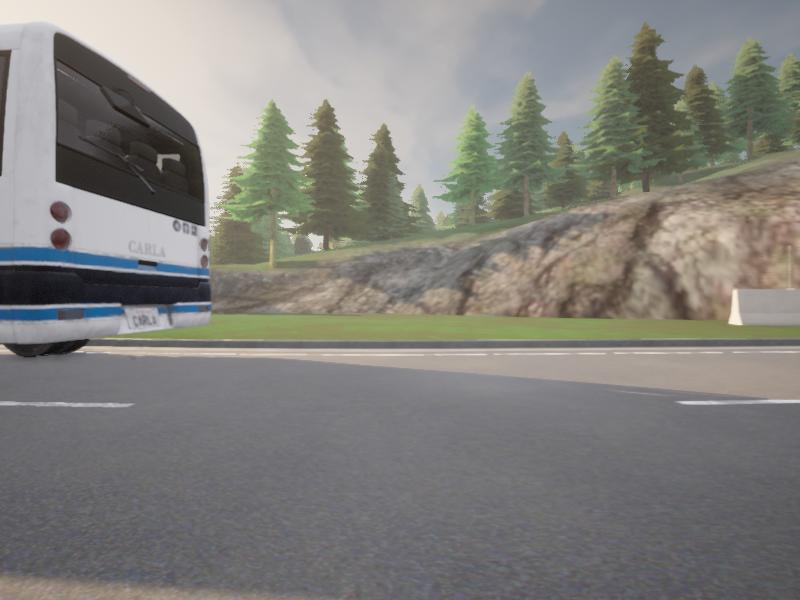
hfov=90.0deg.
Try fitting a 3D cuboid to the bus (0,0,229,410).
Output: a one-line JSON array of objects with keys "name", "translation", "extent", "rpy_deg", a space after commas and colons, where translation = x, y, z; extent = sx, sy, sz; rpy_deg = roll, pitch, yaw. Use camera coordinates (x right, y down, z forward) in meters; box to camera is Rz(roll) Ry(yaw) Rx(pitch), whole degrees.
[{"name": "bus", "translation": [-8.533, -1.135, 6.089], "extent": [10.273, 4.253, 3.944], "rpy_deg": [0, 0, 6]}]
